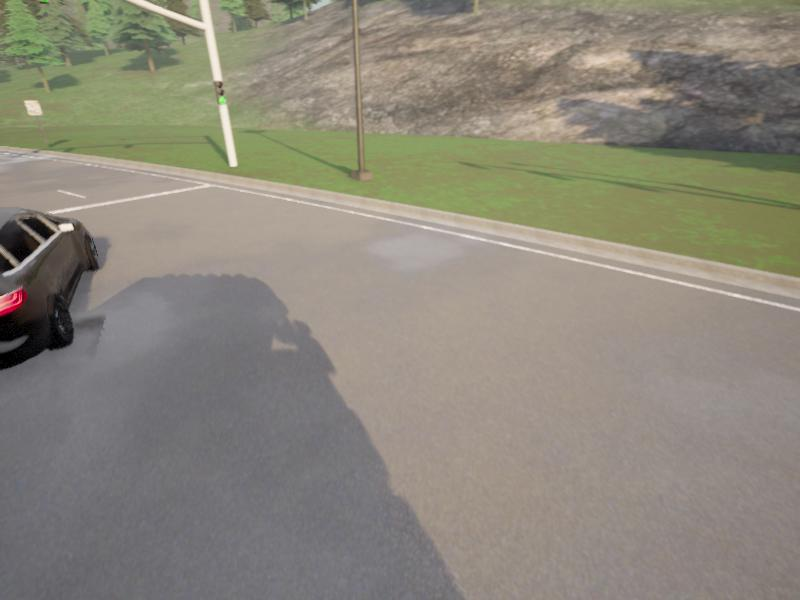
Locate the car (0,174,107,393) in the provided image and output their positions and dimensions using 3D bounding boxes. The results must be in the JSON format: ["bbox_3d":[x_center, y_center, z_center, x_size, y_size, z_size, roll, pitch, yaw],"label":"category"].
[{"bbox_3d":[-6.093,-0.511,5.788,2.242,1.667,4.611,-13,30,-25],"label":"car"}]
